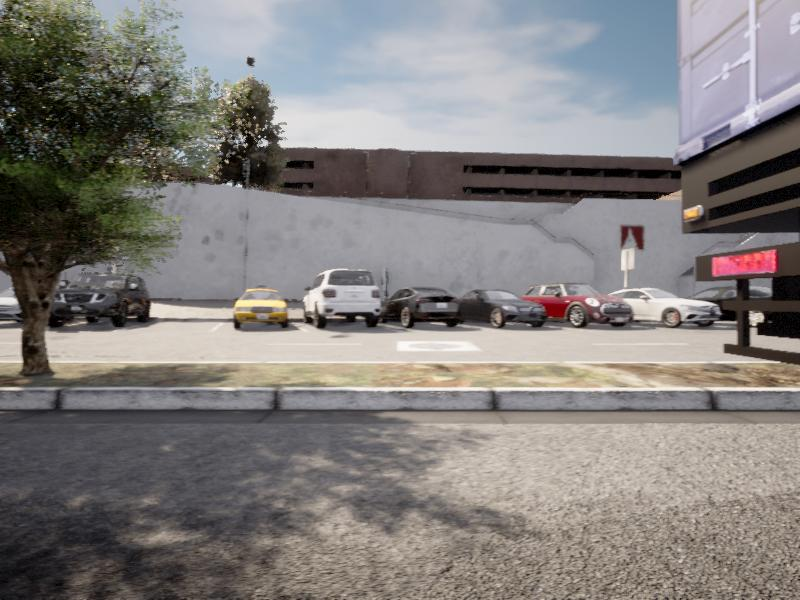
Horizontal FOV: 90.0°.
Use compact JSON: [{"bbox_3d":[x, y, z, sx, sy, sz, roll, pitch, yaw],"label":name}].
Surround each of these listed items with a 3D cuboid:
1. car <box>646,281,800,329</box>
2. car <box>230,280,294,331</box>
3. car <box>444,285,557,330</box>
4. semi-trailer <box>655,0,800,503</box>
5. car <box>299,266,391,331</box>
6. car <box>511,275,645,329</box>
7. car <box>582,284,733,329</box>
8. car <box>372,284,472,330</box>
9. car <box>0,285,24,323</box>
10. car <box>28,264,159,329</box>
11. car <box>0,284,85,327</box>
[{"bbox_3d":[12.632,0.201,15.514,2.097,1.535,5.008,0,-1,-20],"label":"car"},{"bbox_3d":[-5.320,0.221,15.359,1.946,1.575,5.366,1,-1,-20],"label":"car"},{"bbox_3d":[3.632,0.276,15.528,2.002,1.452,4.674,1,-1,-20],"label":"car"},{"bbox_3d":[9.079,-1.239,1.696,14.254,4.402,2.717,0,0,0],"label":"semi-trailer"},{"bbox_3d":[-2.392,-0.018,15.558,2.435,2.045,5.566,0,-1,-20],"label":"car"},{"bbox_3d":[6.621,0.100,15.556,2.185,1.767,4.553,0,-1,-20],"label":"car"},{"bbox_3d":[9.632,0.255,15.525,2.002,1.452,4.674,0,-1,-20],"label":"car"},{"bbox_3d":[0.607,0.265,15.553,2.163,1.488,4.792,0,-1,-20],"label":"car"},{"bbox_3d":[-17.466,0.146,15.710,1.946,1.575,5.366,0,-1,-20],"label":"car"},{"bbox_3d":[-11.372,-0.053,15.512,2.435,2.045,5.566,1,-1,-20],"label":"car"},{"bbox_3d":[-14.394,0.213,15.541,2.002,1.452,4.674,1,-1,-20],"label":"car"}]
